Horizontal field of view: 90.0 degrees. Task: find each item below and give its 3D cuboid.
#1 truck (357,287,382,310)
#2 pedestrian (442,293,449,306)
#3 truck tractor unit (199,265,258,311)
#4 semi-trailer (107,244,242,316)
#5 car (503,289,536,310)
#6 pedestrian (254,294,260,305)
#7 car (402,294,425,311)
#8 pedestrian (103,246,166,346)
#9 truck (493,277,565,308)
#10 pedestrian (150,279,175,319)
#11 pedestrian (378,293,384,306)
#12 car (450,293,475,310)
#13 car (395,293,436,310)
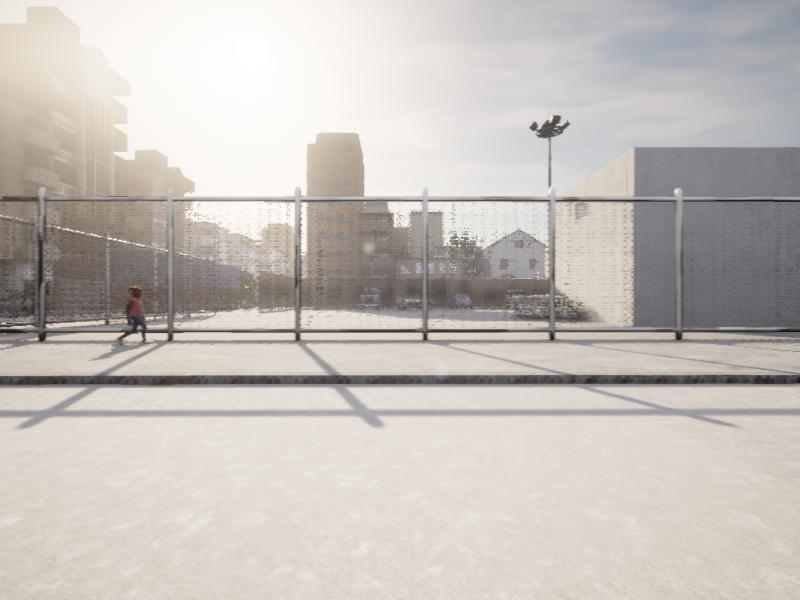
[{"bbox_3d":[-2.773,-0.090,37.706,2.069,2.038,4.478,0,0,0],"label":"truck"},{"bbox_3d":[6.220,-0.070,54.967,0.751,1.860,0.751,0,0,26],"label":"pedestrian"},{"bbox_3d":[-16.691,-1.083,39.578,3.053,4.208,6.516,0,0,0],"label":"truck tractor unit"},{"bbox_3d":[-16.647,-1.202,31.659,2.717,4.402,14.254,0,0,0],"label":"semi-trailer"},{"bbox_3d":[10.987,-0.022,37.086,1.905,1.878,3.866,0,0,0],"label":"car"},{"bbox_3d":[-24.689,-0.042,68.939,0.751,1.860,0.751,0,0,4],"label":"pedestrian"},{"bbox_3d":[1.188,0.219,37.559,2.033,1.415,5.357,0,0,0],"label":"car"},{"bbox_3d":[-5.171,-0.070,7.837,0.751,1.860,0.751,0,0,-1],"label":"pedestrian"},{"bbox_3d":[16.676,-0.932,52.070,8.468,3.827,2.891,0,0,0],"label":"truck"},{"bbox_3d":[-11.302,-0.064,19.053,0.751,1.860,0.751,0,0,0],"label":"pedestrian"},{"bbox_3d":[-2.732,-0.070,57.117,0.751,1.860,0.751,0,0,0],"label":"pedestrian"},{"bbox_3d":[5.866,0.153,37.991,1.845,1.501,3.633,0,0,0],"label":"car"},{"bbox_3d":[1.416,0.147,37.400,3.705,1.547,1.789,0,0,0],"label":"car"}]
